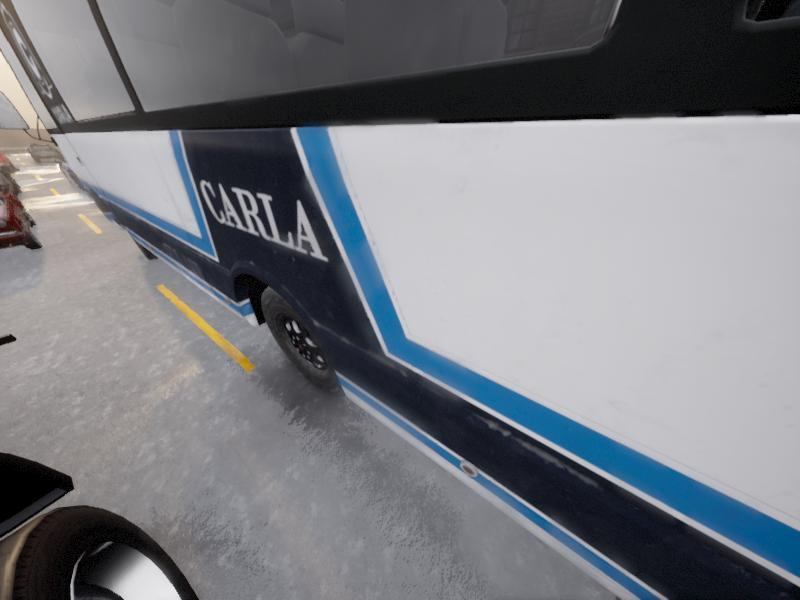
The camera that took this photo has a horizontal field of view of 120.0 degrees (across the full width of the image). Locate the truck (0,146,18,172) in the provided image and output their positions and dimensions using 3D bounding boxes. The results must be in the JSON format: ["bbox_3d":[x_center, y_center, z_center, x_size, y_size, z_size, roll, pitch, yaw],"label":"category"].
[{"bbox_3d":[-31.825,-11.015,17.187,5.204,2.467,2.627,23,41,29],"label":"truck"}]

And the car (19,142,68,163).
[{"bbox_3d":[-37.919,-15.738,24.565,4.856,1.649,2.033,23,41,28],"label":"car"}]

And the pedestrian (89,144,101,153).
[{"bbox_3d":[-46.255,-23.001,35.034,0.500,1.100,0.500,-1,35,-2],"label":"pedestrian"}]

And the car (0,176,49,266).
[{"bbox_3d":[-10.536,-1.930,5.451,4.718,1.301,1.895,23,41,29],"label":"car"}]

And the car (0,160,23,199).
[{"bbox_3d":[-19.386,-5.544,10.455,4.181,1.385,1.994,23,41,29],"label":"car"}]

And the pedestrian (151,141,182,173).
[{"bbox_3d":[-16.171,-9.912,16.027,0.751,1.860,0.751,28,44,34],"label":"pedestrian"}]

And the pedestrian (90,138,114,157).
[{"bbox_3d":[-36.304,-18.560,28.147,0.751,1.860,0.751,9,36,12],"label":"pedestrian"}]

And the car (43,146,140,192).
[{"bbox_3d":[-16.662,-7.224,12.488,4.553,1.767,2.097,23,41,28],"label":"car"}]

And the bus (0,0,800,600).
[{"bbox_3d":[-1.934,-2.132,3.232,10.273,4.253,3.944,22,41,28],"label":"bus"}]
